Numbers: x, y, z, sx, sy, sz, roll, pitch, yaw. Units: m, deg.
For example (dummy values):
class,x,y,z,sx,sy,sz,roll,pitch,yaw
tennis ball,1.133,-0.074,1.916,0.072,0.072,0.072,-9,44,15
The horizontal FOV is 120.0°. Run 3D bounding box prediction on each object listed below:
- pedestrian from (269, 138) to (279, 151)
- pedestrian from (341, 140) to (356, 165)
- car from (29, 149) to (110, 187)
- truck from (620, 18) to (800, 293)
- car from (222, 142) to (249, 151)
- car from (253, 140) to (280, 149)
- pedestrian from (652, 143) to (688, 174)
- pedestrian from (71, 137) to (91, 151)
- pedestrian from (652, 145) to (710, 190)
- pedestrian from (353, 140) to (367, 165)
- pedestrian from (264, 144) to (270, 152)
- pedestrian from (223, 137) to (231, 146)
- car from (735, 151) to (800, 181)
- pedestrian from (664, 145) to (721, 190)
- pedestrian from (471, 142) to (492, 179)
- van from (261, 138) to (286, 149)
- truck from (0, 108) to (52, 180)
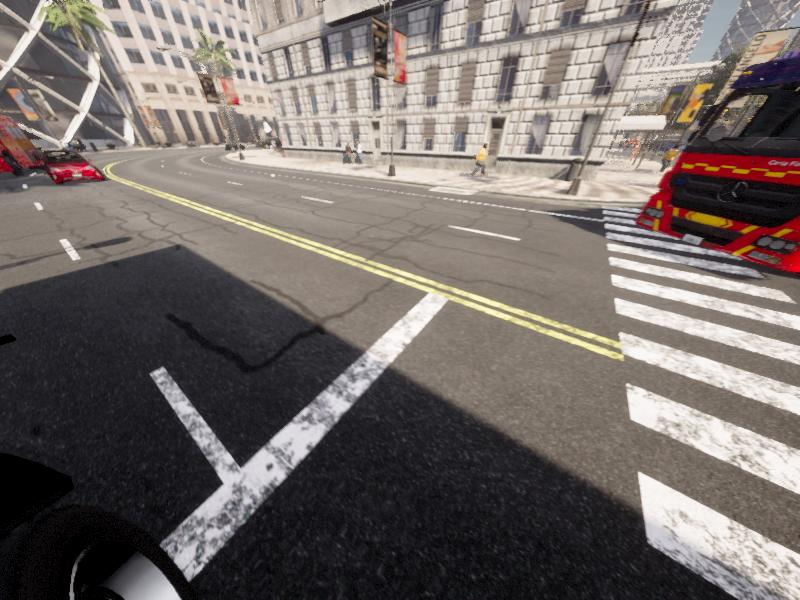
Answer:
class,x,y,z,sx,sy,sz,roll,pitch,yaw
pedestrian,-21.534,-26.557,39.469,0.751,1.860,0.751,-2,35,-4
pedestrian,-4.520,-13.053,20.466,0.751,1.860,0.751,29,44,34
car,-19.302,-7.812,13.491,4.514,1.525,2.007,24,42,30
truck,10.601,-2.858,4.742,8.468,3.827,2.891,-5,36,-7
car,-31.002,-29.132,43.769,1.994,1.385,4.181,2,35,2
car,-31.255,-36.592,54.376,2.152,1.651,5.027,17,38,22
pedestrian,19.112,-10.038,16.406,0.751,1.860,0.751,18,39,23
pedestrian,-49.649,-24.288,35.993,0.751,1.860,0.751,-3,35,-5
pedestrian,13.558,-6.422,11.225,0.751,1.860,0.751,-6,36,-9
pedestrian,-3.586,-13.126,20.578,0.751,1.860,0.751,25,42,31
pedestrian,-21.694,-24.879,37.747,0.500,1.100,0.500,-7,36,-11
pedestrian,-44.905,-41.243,60.091,0.751,1.860,0.751,10,36,13
car,27.470,-9.851,16.840,1.837,1.490,4.892,22,40,27
pedestrian,14.193,-6.456,11.279,0.751,1.860,0.751,-12,37,-16
pedestrian,4.968,-8.520,14.122,0.751,1.860,0.751,14,38,19
van,-28.512,-35.446,52.211,1.775,1.987,4.442,17,38,22
truck,-27.699,-10.387,15.073,2.891,3.827,8.468,-27,44,-33
